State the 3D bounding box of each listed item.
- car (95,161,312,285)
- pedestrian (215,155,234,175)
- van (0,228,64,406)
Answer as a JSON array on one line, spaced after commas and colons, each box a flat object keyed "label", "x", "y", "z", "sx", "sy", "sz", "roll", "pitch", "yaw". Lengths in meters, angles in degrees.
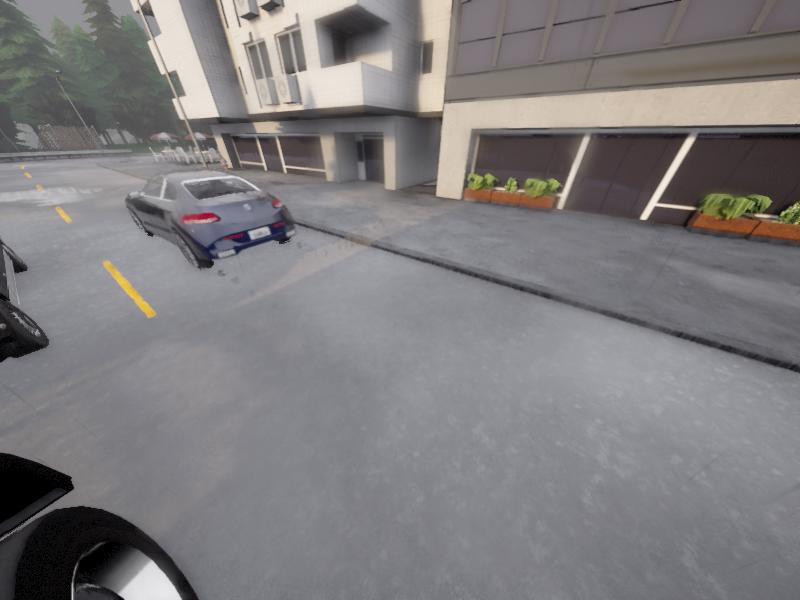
[{"label": "car", "x": -4.857, "y": -2.292, "z": 5.725, "sx": 5.027, "sy": 1.651, "sz": 2.152, "roll": 22, "pitch": 41, "yaw": 28}, {"label": "pedestrian", "x": -11.889, "y": -9.168, "z": 15.666, "sx": 0.500, "sy": 1.100, "sz": 0.500, "roll": 24, "pitch": 41, "yaw": 29}, {"label": "van", "x": -6.843, "y": -0.661, "z": 2.608, "sx": 5.915, "sy": 2.561, "sz": 1.988, "roll": 22, "pitch": 40, "yaw": 28}]
